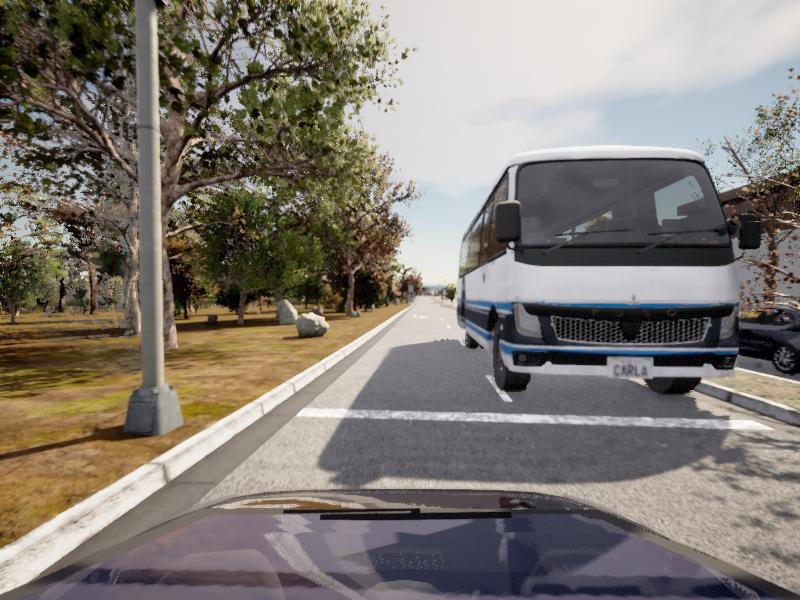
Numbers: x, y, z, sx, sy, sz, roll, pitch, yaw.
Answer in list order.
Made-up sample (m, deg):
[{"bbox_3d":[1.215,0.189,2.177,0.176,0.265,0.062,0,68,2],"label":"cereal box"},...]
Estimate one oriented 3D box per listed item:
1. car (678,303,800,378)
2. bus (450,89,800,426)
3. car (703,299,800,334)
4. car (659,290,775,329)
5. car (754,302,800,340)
[{"bbox_3d":[9.157,0.842,9.928,1.816,1.474,4.193,0,0,4],"label":"car"},{"bbox_3d":[3.585,-0.579,10.288,3.944,4.253,10.273,0,0,4],"label":"bus"},{"bbox_3d":[18.053,0.798,19.902,5.366,1.575,1.946,1,0,-17],"label":"car"},{"bbox_3d":[18.077,0.529,22.853,5.566,2.045,2.435,1,0,-17],"label":"car"},{"bbox_3d":[17.694,0.858,16.850,4.674,1.452,2.002,1,0,-17],"label":"car"}]
